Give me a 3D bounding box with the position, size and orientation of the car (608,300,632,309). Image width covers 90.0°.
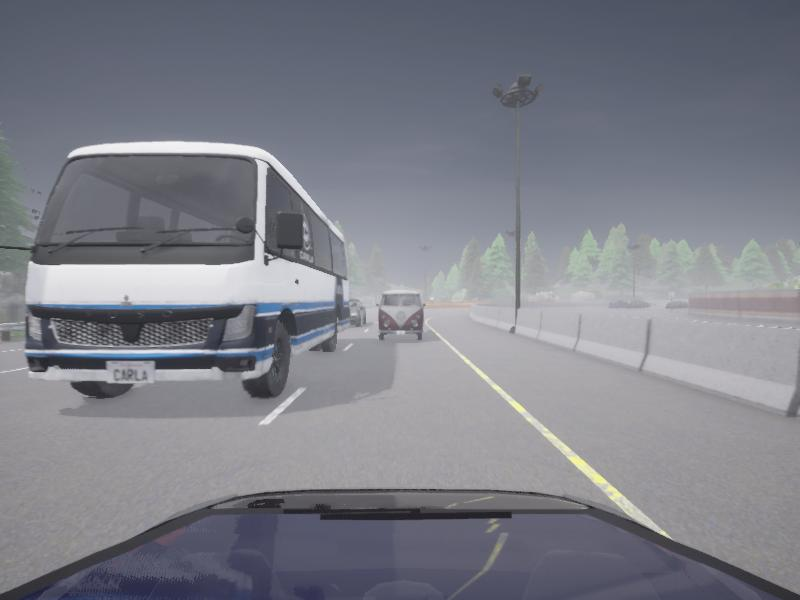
[{"bbox_3d":[37.780,0.757,68.663,3.705,1.549,1.789,0,0,-26],"label":"car"}]

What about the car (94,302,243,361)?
[{"bbox_3d":[-6.990,0.826,12.881,1.882,1.535,5.008,0,0,0],"label":"car"}]

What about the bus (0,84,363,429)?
[{"bbox_3d":[-3.377,-0.531,10.059,3.944,4.253,10.273,0,0,0],"label":"bus"}]

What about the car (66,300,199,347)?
[{"bbox_3d":[-10.488,0.805,16.341,1.801,1.575,5.366,0,0,0],"label":"car"}]

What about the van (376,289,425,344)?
[{"bbox_3d":[0.041,0.601,16.721,1.775,1.987,4.442,0,0,0],"label":"van"}]

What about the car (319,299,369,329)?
[{"bbox_3d":[-3.310,0.762,24.590,2.242,1.667,4.611,0,0,2],"label":"car"}]
